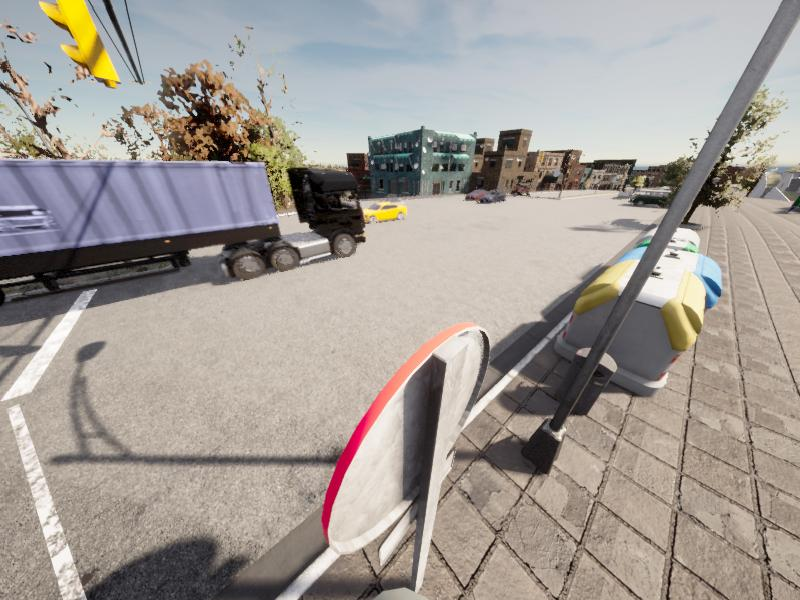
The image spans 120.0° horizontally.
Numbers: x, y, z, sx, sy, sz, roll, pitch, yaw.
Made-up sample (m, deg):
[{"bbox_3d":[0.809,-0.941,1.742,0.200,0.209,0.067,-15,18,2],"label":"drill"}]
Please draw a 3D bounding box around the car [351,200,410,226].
[{"bbox_3d":[-1.582,-7.812,20.446,5.008,1.535,1.882,-22,36,-34],"label":"car"}]

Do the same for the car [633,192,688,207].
[{"bbox_3d":[36.754,-14.328,32.812,4.674,1.452,2.002,17,33,25],"label":"car"}]

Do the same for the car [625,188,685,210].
[{"bbox_3d":[32.099,-12.864,29.311,4.442,1.987,1.878,17,33,25],"label":"car"}]

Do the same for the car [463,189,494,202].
[{"bbox_3d":[11.299,-15.100,33.246,4.181,1.385,1.994,-23,36,-33],"label":"car"}]

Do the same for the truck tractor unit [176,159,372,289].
[{"bbox_3d":[-4.997,-3.871,10.570,6.516,4.208,3.053,-22,37,-34],"label":"truck tractor unit"}]

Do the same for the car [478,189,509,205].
[{"bbox_3d":[12.422,-13.686,30.628,4.193,1.474,1.816,-23,36,-34],"label":"car"}]

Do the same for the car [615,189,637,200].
[{"bbox_3d":[40.628,-19.013,41.505,3.633,1.501,1.845,-21,36,-35],"label":"car"}]

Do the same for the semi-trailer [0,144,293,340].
[{"bbox_3d":[-11.056,-1.494,6.065,14.254,4.402,2.717,-22,37,-34],"label":"semi-trailer"}]

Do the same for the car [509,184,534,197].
[{"bbox_3d":[21.482,-19.413,40.767,3.866,1.878,1.905,-19,35,-33],"label":"car"}]

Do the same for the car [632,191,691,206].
[{"bbox_3d":[38.872,-15.281,34.580,5.366,1.575,1.946,17,33,25],"label":"car"}]

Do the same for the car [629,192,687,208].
[{"bbox_3d":[34.472,-13.468,31.109,4.674,1.452,2.002,17,32,25],"label":"car"}]

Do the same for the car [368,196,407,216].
[{"bbox_3d":[-1.208,-9.858,24.155,3.633,1.501,1.845,-22,36,-34],"label":"car"}]
